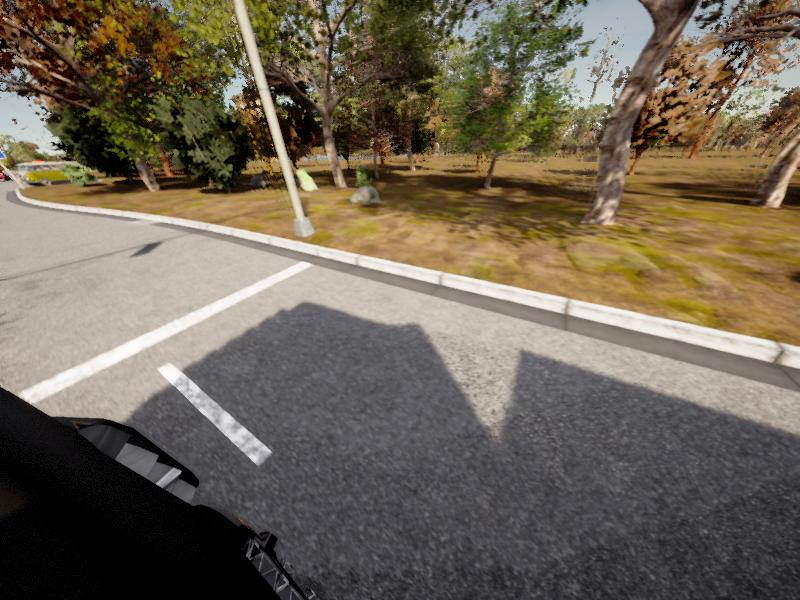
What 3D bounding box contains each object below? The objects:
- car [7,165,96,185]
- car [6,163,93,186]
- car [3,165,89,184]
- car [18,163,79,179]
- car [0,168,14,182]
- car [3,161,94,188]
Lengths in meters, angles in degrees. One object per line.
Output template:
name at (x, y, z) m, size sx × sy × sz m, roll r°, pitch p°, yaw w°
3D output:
car at (-40.497, -14.738, 27.122) m, size 1.946 × 1.575 × 5.366 m, roll 7°, pitch 34°, yaw 15°
car at (-38.162, -13.841, 25.387) m, size 2.185 × 1.767 × 4.553 m, roll 7°, pitch 34°, yaw 14°
car at (-42.985, -15.432, 28.329) m, size 1.946 × 1.575 × 5.366 m, roll 8°, pitch 34°, yaw 15°
car at (-54.724, -20.225, 36.123) m, size 2.185 × 1.767 × 4.553 m, roll 9°, pitch 35°, yaw 16°
car at (-56.869, -17.608, 32.524) m, size 3.988 × 1.617 × 1.851 m, roll 22°, pitch 41°, yaw 32°
car at (-35.772, -13.006, 23.785) m, size 1.878 × 1.987 × 4.442 m, roll 7°, pitch 34°, yaw 14°
